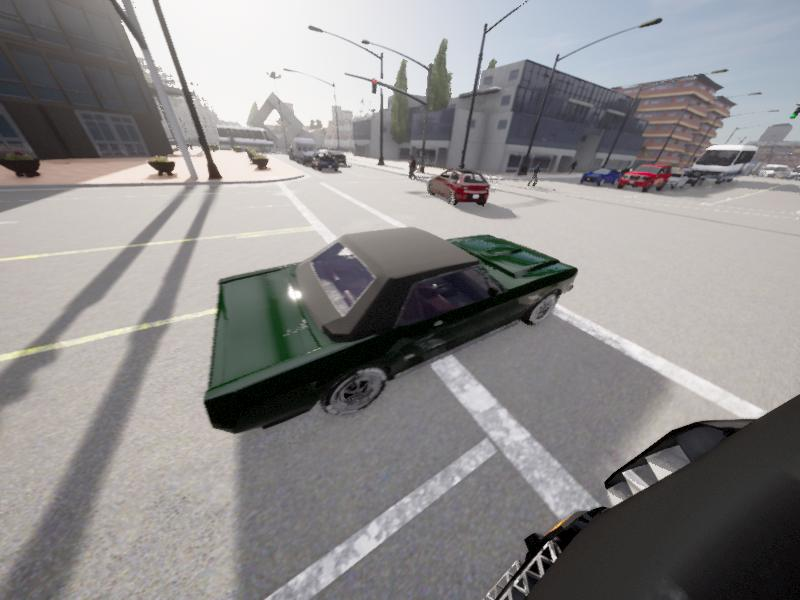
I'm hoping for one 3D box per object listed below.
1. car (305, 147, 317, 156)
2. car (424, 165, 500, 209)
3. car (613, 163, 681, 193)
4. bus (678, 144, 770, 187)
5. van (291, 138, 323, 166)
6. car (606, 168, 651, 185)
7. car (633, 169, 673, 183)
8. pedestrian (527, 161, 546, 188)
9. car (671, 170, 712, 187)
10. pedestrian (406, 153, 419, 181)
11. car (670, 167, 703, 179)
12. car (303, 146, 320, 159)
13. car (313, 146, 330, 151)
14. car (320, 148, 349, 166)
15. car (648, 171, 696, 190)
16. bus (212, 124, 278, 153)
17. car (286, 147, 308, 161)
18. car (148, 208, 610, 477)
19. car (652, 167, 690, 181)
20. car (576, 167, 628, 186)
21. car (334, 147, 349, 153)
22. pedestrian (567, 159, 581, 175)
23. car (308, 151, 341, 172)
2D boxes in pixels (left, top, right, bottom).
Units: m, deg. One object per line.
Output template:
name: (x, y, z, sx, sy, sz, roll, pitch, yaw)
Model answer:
car: (-17.754, -29.810, 46.326, 1.816, 1.474, 4.193, -5, 34, -13)
car: (2.897, -5.949, 11.933, 1.816, 1.474, 4.193, -6, 34, -14)
car: (22.568, -11.210, 21.128, 5.566, 2.045, 2.150, -16, 38, -26)
bus: (42.959, -18.031, 30.677, 10.273, 4.253, 3.944, -17, 39, -25)
van: (-10.974, -17.468, 27.184, 1.988, 2.561, 5.915, -15, 38, -26)
car: (26.370, -14.293, 26.618, 4.892, 1.490, 1.837, -16, 38, -26)
car: (32.704, -16.090, 29.839, 4.181, 1.385, 1.994, -16, 38, -25)
pedestrian: (10.952, -10.090, 18.564, 0.751, 1.860, 0.751, 18, 36, 21)
car: (34.529, -14.427, 27.375, 4.193, 1.474, 1.816, -16, 38, -26)
pedestrian: (0.995, -10.690, 18.560, 0.751, 1.860, 0.751, -6, 34, -14)
car: (44.025, -19.560, 35.497, 4.674, 1.442, 1.812, -17, 38, -25)
car: (-15.564, -26.051, 40.651, 1.930, 1.638, 5.238, -12, 36, -22)
car: (-28.933, -56.188, 85.530, 5.357, 1.411, 2.033, 7, 33, 5)
car: (-8.483, -18.431, 29.703, 1.930, 1.638, 5.238, -15, 37, -26)
car: (28.857, -12.750, 24.519, 4.674, 1.442, 1.812, -16, 38, -26)
bus: (-32.703, -34.436, 49.432, 10.273, 4.253, 3.944, 1, 33, -5)
car: (-14.387, -20.359, 32.190, 1.845, 1.501, 3.633, -16, 38, -27)
car: (0.348, -0.206, 3.155, 4.718, 1.301, 1.895, -16, 38, -26)
car: (38.189, -17.812, 32.552, 5.008, 1.535, 1.882, -17, 38, -25)
car: (20.772, -12.728, 23.743, 5.008, 1.535, 1.882, -16, 38, -26)
car: (-20.549, -52.735, 81.017, 4.674, 1.442, 1.812, 5, 33, 2)
pedestrian: (24.465, -18.737, 32.507, 0.751, 1.860, 0.751, -14, 37, -25)
car: (-7.289, -13.303, 22.153, 1.816, 1.474, 4.193, -15, 38, -26)
